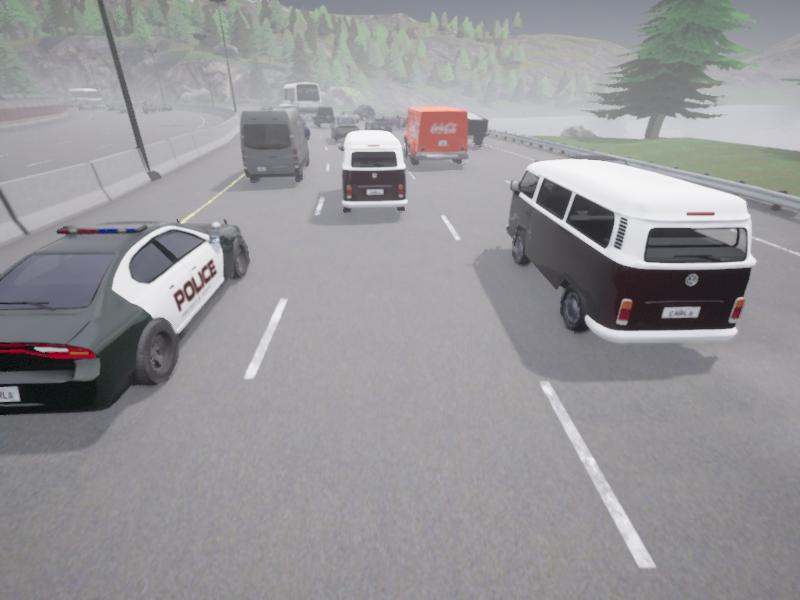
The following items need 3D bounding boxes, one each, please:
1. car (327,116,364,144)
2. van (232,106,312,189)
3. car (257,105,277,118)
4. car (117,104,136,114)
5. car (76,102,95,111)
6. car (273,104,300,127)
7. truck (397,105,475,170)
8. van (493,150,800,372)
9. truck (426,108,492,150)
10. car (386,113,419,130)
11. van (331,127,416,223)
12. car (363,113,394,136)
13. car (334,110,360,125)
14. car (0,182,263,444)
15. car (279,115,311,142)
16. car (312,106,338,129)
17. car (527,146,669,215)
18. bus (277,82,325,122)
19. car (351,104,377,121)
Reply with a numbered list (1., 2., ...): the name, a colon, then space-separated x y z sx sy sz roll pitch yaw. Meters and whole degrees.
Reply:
1. car: -3.995 -12.389 29.019 2.128 1.511 4.902 -6 28 -11
2. van: -4.955 -6.509 16.472 1.988 2.561 5.915 -3 27 -7
3. car: -19.205 -27.255 57.773 1.851 1.617 3.988 -13 30 -23
4. car: -47.220 -33.033 69.128 2.007 1.525 4.514 -19 33 -32
5. car: -64.308 -39.603 81.788 3.988 1.617 1.851 24 36 38
6. car: -12.360 -20.068 43.344 2.150 2.045 5.566 -9 29 -17
7. truck: 1.527 -8.199 19.854 2.627 2.467 5.204 -4 28 -8
8. van: 3.191 -1.069 6.459 2.069 2.038 4.480 -1 27 -2
9. truck: 3.684 -11.566 26.787 2.390 2.098 6.274 -5 28 -10
10. car: 0.178 -17.623 39.425 1.895 1.301 4.718 -8 28 -14
11. van: -0.858 -4.004 12.154 2.069 2.038 4.480 -2 27 -5
12. car: -1.889 -15.119 34.363 1.816 1.474 4.193 -7 28 -13
13. car: -6.156 -21.285 46.532 1.895 1.301 4.718 -9 29 -18
14. car: -3.762 -0.421 5.744 2.038 1.542 4.974 -1 27 -2
15. car: -7.851 -12.896 29.982 2.007 1.525 4.514 -6 28 -12
16. car: -7.688 -18.636 40.732 1.905 1.878 3.866 -8 28 -16
17. car: 6.093 -4.086 13.137 1.895 1.301 4.718 -3 27 -5
18. bus: -13.232 -26.260 52.958 3.944 4.253 10.273 -11 29 -21
19. car: -4.684 -24.242 51.639 1.932 1.855 4.605 -10 29 -19
